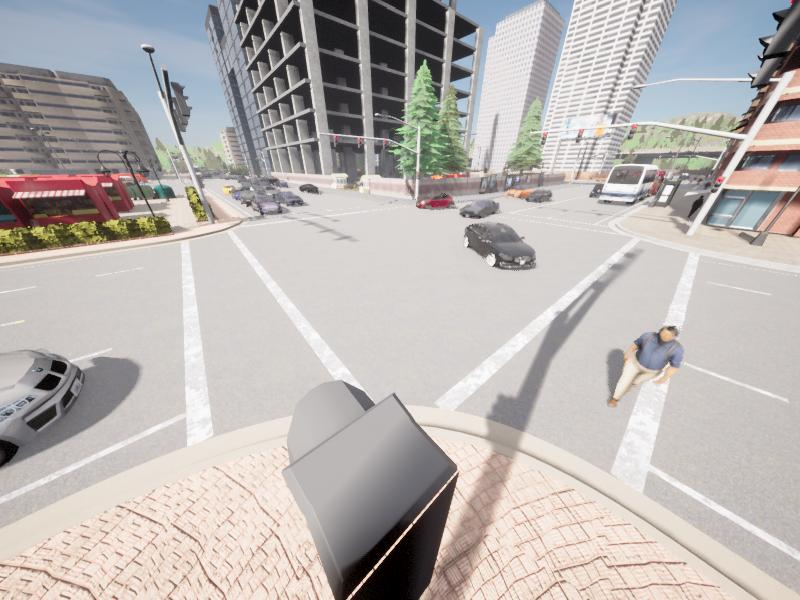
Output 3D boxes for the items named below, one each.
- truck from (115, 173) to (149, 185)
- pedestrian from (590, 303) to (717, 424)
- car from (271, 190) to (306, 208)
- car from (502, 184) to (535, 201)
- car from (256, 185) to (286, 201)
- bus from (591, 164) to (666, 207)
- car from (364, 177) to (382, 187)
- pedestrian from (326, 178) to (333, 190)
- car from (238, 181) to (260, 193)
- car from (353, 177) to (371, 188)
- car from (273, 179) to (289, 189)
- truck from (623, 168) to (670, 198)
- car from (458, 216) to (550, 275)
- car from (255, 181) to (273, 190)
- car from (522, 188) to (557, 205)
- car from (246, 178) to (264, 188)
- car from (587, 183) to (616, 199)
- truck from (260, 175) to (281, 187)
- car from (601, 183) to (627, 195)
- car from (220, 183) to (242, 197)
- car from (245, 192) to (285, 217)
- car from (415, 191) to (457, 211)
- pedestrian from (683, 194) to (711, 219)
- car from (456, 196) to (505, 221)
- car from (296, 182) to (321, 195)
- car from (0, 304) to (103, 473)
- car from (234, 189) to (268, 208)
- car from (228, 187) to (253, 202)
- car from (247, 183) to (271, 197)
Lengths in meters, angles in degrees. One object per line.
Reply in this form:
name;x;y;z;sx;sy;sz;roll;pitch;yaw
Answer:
truck;-69.738;-31.606;60.276;5.204;2.467;2.627;-23;37;-34
pedestrian;4.315;1.112;4.064;0.751;1.860;0.751;-20;35;-30
car;-13.316;-12.140;27.528;2.033;1.411;5.357;-23;37;-34
car;16.827;-15.331;32.766;4.553;1.767;2.097;-23;37;-34
car;-17.959;-14.993;32.193;2.242;1.667;4.611;-23;37;-34
bus;29.081;-14.753;29.311;10.273;4.253;3.944;-23;37;-34
car;-5.875;-25.875;50.553;1.905;1.878;3.866;-23;37;-34
pedestrian;-13.186;-21.715;43.293;0.751;1.860;0.751;-23;37;-34
car;-27.406;-20.545;41.838;1.930;1.638;5.238;-23;37;-34
car;-8.128;-24.929;48.916;1.905;1.878;3.866;-23;37;-34
car;-25.198;-24.615;48.975;1.789;1.549;3.705;-23;37;-34
truck;38.913;-18.603;36.395;8.468;3.827;2.891;-23;37;-34
car;4.771;-2.977;11.616;1.837;1.490;4.892;-4;30;-7
car;-27.697;-23.301;46.885;1.994;1.385;4.181;-23;37;-34
car;18.053;-13.433;29.777;4.892;1.490;1.837;-23;37;-34
car;-32.368;-26.160;51.584;2.152;1.651;5.027;-23;37;-34
car;29.977;-16.310;34.363;3.866;1.878;1.905;-23;37;-34
truck;-30.214;-27.803;53.953;2.390;2.098;6.274;-23;37;-34
car;36.103;-18.722;38.890;5.366;1.575;1.801;-23;37;-34
car;-26.781;-17.428;36.543;1.882;1.535;5.008;-23;37;-34
car;-13.363;-9.559;22.824;2.033;1.649;4.856;-23;37;-34
car;3.812;-10.622;24.790;3.988;1.617;1.851;-10;31;-16
pedestrian;25.029;-7.934;19.534;0.751;1.860;0.751;-26;39;-37
car;7.528;-8.546;21.393;2.033;1.411;5.357;23;37;35
car;-15.544;-18.912;39.114;1.882;1.535;5.008;-23;37;-34
car;-7.986;1.961;2.938;4.611;1.667;2.242;-22;37;-34
car;-17.514;-11.947;27.107;2.163;1.488;4.792;-23;37;-34
car;-21.746;-14.437;31.426;1.816;1.474;4.193;-23;37;-34
car;-22.624;-17.681;36.989;2.038;1.542;4.974;-23;37;-34
